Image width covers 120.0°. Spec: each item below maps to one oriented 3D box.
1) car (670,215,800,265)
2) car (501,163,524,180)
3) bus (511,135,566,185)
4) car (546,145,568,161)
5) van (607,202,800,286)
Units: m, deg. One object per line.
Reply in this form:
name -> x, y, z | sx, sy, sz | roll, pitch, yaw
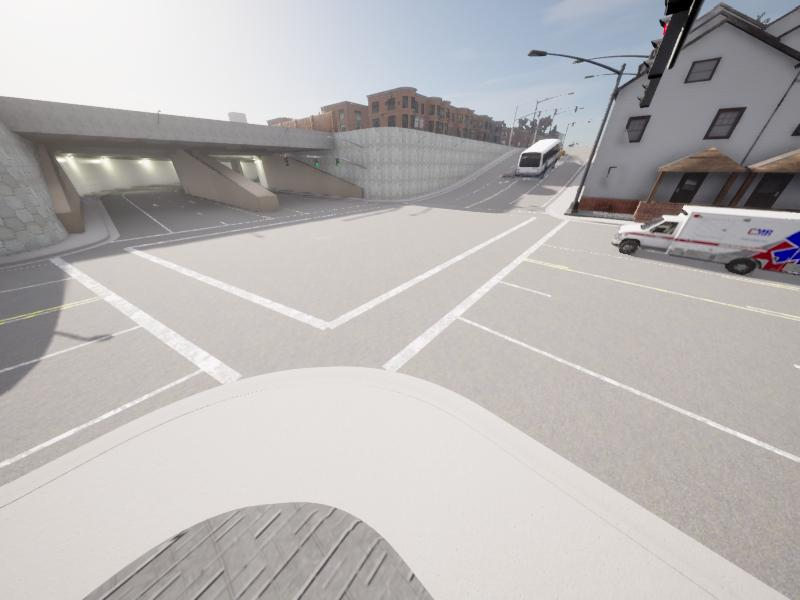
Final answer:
car -> 18.192, -3.429, 12.643 | 3.988, 1.617, 1.851 | 24, 38, 35
car -> 18.742, -21.477, 38.527 | 1.812, 1.442, 4.674 | 24, 51, 35
bus -> 21.842, -22.115, 36.340 | 3.944, 4.253, 10.273 | 24, 51, 34
car -> 29.241, -27.326, 42.883 | 1.801, 1.575, 5.366 | 24, 51, 34
van -> 14.613, -3.031, 11.133 | 6.366, 2.431, 2.351 | 24, 38, 35
